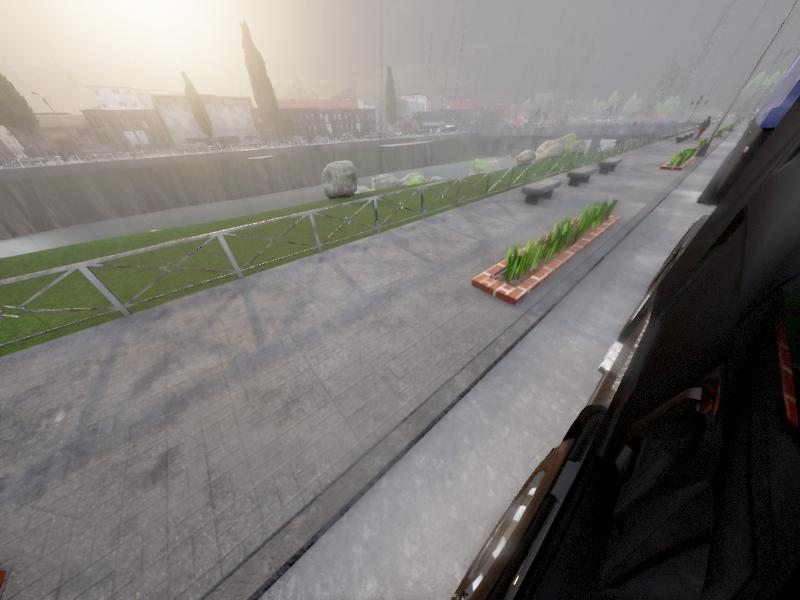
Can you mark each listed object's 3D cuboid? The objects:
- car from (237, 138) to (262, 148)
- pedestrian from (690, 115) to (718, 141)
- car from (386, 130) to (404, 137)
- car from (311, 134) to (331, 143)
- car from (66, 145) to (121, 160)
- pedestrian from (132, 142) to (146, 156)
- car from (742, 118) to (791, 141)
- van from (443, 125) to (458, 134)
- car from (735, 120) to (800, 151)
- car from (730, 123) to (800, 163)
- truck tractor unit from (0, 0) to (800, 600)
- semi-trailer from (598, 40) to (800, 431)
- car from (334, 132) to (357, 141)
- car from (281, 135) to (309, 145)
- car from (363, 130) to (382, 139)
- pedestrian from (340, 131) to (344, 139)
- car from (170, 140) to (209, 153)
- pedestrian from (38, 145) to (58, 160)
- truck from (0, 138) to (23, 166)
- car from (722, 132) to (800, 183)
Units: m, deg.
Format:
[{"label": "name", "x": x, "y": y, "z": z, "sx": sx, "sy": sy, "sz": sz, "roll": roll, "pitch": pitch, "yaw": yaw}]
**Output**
[{"label": "car", "x": -31.072, "y": -32.552, "z": 47.853, "sx": 3.806, "sy": 1.475, "sz": 1.970, "roll": -28, "pitch": 44, "yaw": -30}, {"label": "pedestrian", "x": 27.954, "y": -15.837, "z": 21.269, "sx": 0.751, "sy": 1.860, "sz": 0.751, "roll": -28, "pitch": 44, "yaw": -30}, {"label": "car", "x": -1.320, "y": -48.504, "z": 67.192, "sx": 4.974, "sy": 1.542, "sz": 2.038, "roll": -28, "pitch": 44, "yaw": -30}, {"label": "car", "x": -19.051, "y": -38.976, "z": 55.678, "sx": 3.806, "sy": 1.475, "sz": 1.970, "roll": -28, "pitch": 44, "yaw": -30}, {"label": "car", "x": -48.323, "y": -23.397, "z": 36.586, "sx": 4.856, "sy": 1.649, "sz": 2.033, "roll": -28, "pitch": 44, "yaw": -30}, {"label": "pedestrian", "x": -43.170, "y": -25.053, "z": 38.237, "sx": 0.751, "sy": 1.860, "sz": 0.751, "roll": -27, "pitch": 43, "yaw": -29}, {"label": "car", "x": 33.310, "y": -15.550, "z": 21.084, "sx": 4.193, "sy": 1.474, "sz": 1.816, "roll": -28, "pitch": 44, "yaw": -30}, {"label": "van", "x": 16.279, "y": -54.960, "z": 74.337, "sx": 4.480, "sy": 2.038, "sz": 2.069, "roll": -28, "pitch": 44, "yaw": -30}, {"label": "car", "x": 25.728, "y": -11.522, "z": 16.138, "sx": 4.514, "sy": 1.525, "sz": 2.007, "roll": -28, "pitch": 44, "yaw": -30}, {"label": "car", "x": 20.587, "y": -8.776, "z": 12.795, "sx": 4.514, "sy": 1.525, "sz": 2.007, "roll": -28, "pitch": 44, "yaw": -30}, {"label": "truck tractor unit", "x": 2.645, "y": -0.295, "z": 0.351, "sx": 6.516, "sy": 4.208, "sz": 3.053, "roll": -28, "pitch": 44, "yaw": -30}, {"label": "semi-trailer", "x": 8.695, "y": -3.610, "z": 4.227, "sx": 14.254, "sy": 4.402, "sz": 2.717, "roll": -28, "pitch": 44, "yaw": -30}, {"label": "car", "x": -13.797, "y": -41.855, "z": 59.054, "sx": 5.238, "sy": 1.638, "sz": 1.930, "roll": -28, "pitch": 44, "yaw": -30}, {"label": "car", "x": -23.874, "y": -36.469, "z": 52.495, "sx": 5.238, "sy": 1.638, "sz": 1.930, "roll": -28, "pitch": 44, "yaw": -30}, {"label": "car", "x": -7.417, "y": -45.268, "z": 63.208, "sx": 4.856, "sy": 1.649, "sz": 2.033, "roll": -28, "pitch": 44, "yaw": -30}, {"label": "pedestrian", "x": -16.242, "y": -46.248, "z": 64.703, "sx": 0.751, "sy": 1.860, "sz": 0.751, "roll": -29, "pitch": 44, "yaw": -31}, {"label": "car", "x": -38.839, "y": -28.463, "z": 42.759, "sx": 5.027, "sy": 1.651, "sz": 2.152, "roll": -28, "pitch": 44, "yaw": -30}, {"label": "pedestrian", "x": -56.077, "y": -23.518, "z": 36.812, "sx": 0.751, "sy": 1.860, "sz": 0.751, "roll": -19, "pitch": 40, "yaw": -21}, {"label": "truck", "x": -57.853, "y": -19.226, "z": 29.778, "sx": 8.468, "sy": 3.827, "sz": 2.891, "roll": -28, "pitch": 44, "yaw": -30}, {"label": "car", "x": 15.666, "y": -6.070, "z": 9.647, "sx": 4.181, "sy": 1.385, "sz": 1.994, "roll": -28, "pitch": 44, "yaw": -30}]
